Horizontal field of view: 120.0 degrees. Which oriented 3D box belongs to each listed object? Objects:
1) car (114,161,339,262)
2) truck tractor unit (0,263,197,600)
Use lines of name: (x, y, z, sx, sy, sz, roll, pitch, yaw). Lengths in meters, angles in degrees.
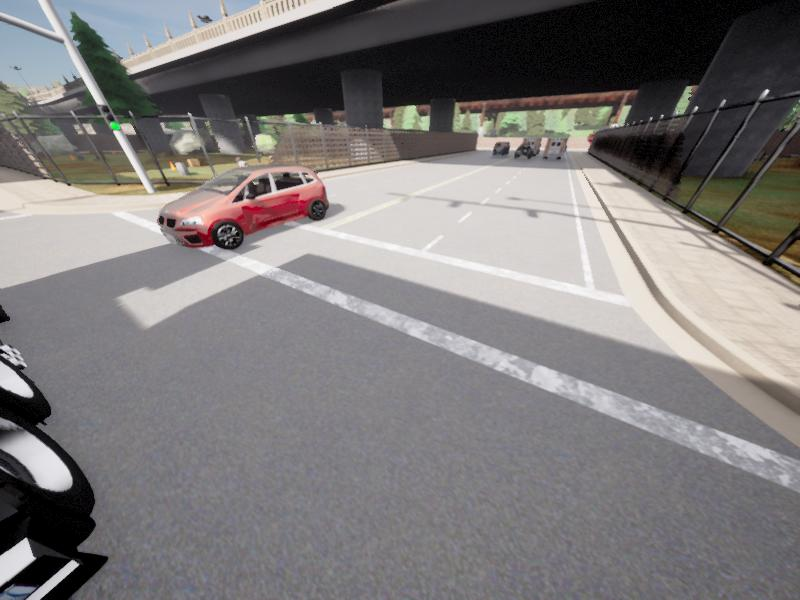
car: (-4.388, -3.010, 6.921, 2.242, 1.667, 4.611, 18, 38, 24)
truck tractor unit: (-5.107, -0.306, 0.778, 6.516, 4.208, 3.053, 19, 39, 24)
